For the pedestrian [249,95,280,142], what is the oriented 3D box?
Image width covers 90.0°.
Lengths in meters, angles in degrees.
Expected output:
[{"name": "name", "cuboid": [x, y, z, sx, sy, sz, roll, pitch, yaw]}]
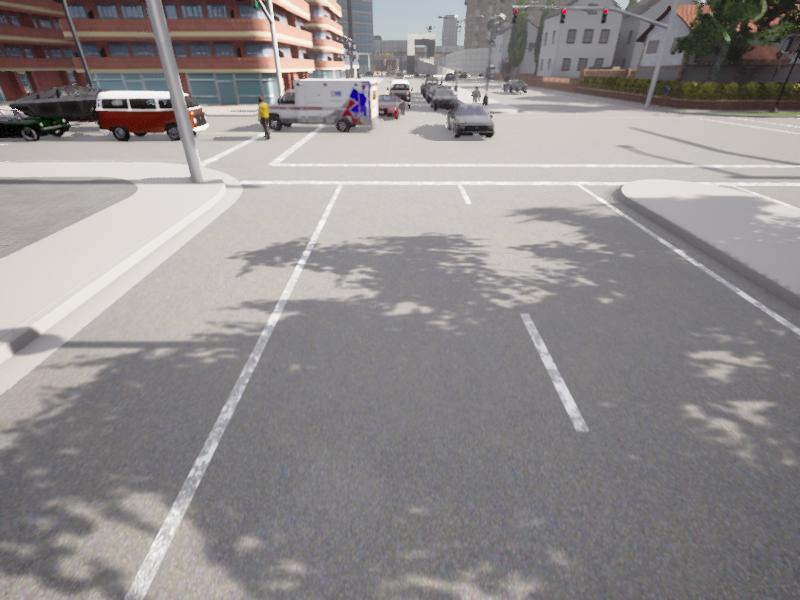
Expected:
[{"name": "pedestrian", "cuboid": [-6.231, -8.373, 18.437, 0.751, 1.860, 0.751, 17, 34, 27]}]

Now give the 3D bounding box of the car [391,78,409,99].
[{"name": "car", "cuboid": [0.023, -23.411, 44.188, 1.932, 1.855, 4.605, 0, 31, 0]}]

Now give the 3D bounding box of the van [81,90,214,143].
[{"name": "van", "cuboid": [-11.607, -8.648, 18.775, 4.480, 2.038, 2.069, -1, 30, -1]}]

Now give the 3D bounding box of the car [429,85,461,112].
[{"name": "car", "cuboid": [3.546, -16.247, 32.175, 1.930, 1.638, 5.238, 0, 30, 0]}]

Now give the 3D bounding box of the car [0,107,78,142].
[{"name": "car", "cuboid": [-18.532, -8.294, 18.905, 4.718, 1.301, 1.895, 0, 30, -1]}]

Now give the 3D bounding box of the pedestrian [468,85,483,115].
[{"name": "pedestrian", "cuboid": [5.430, -14.361, 28.684, 0.751, 1.860, 0.751, 11, 32, 18]}]

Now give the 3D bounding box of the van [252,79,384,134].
[{"name": "van", "cuboid": [-4.225, -10.510, 21.580, 6.366, 2.431, 2.351, 3, 30, 5]}]

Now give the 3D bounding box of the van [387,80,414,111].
[{"name": "van", "cuboid": [0.013, -16.977, 33.028, 2.069, 2.038, 4.480, 0, 30, 0]}]

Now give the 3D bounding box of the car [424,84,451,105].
[{"name": "car", "cuboid": [3.514, -19.747, 38.320, 2.163, 1.488, 4.792, 0, 30, 0]}]

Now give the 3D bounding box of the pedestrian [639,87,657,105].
[{"name": "pedestrian", "cuboid": [21.117, -17.369, 34.087, 0.751, 1.300, 0.751, 3, 30, 5]}]

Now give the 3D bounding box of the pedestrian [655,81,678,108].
[{"name": "pedestrian", "cuboid": [20.800, -16.035, 31.265, 0.751, 1.860, 0.751, 2, 30, 3]}]

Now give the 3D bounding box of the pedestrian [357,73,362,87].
[{"name": "pedestrian", "cuboid": [-6.398, -34.777, 63.305, 0.751, 1.860, 0.751, -1, 30, -2]}]

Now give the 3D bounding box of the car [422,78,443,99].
[{"name": "car", "cuboid": [3.514, -23.141, 43.721, 1.905, 1.878, 3.866, 0, 30, 0]}]

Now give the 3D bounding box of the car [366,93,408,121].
[{"name": "car", "cuboid": [-0.805, -13.120, 27.095, 1.994, 1.385, 4.181, 5, 31, 9]}]

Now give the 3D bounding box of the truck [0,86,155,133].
[{"name": "truck", "cuboid": [-17.325, -10.359, 21.646, 6.274, 2.098, 2.390, 0, 30, 0]}]

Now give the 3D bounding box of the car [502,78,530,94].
[{"name": "car", "cuboid": [15.017, -27.893, 52.119, 2.152, 1.651, 5.027, 0, 30, 0]}]

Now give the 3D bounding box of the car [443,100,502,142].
[{"name": "car", "cuboid": [3.507, -9.247, 20.445, 2.033, 1.411, 5.357, 0, 30, 0]}]
